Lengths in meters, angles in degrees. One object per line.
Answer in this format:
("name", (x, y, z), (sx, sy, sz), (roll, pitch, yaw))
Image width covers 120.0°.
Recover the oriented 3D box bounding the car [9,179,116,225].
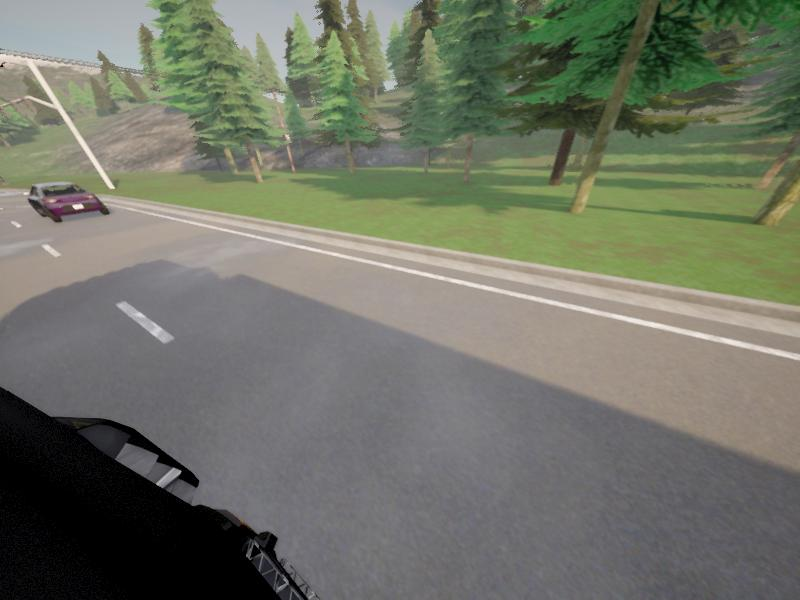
("car", (-15.897, -4.746, 10.894), (4.193, 1.474, 1.816), (16, 37, 25))
